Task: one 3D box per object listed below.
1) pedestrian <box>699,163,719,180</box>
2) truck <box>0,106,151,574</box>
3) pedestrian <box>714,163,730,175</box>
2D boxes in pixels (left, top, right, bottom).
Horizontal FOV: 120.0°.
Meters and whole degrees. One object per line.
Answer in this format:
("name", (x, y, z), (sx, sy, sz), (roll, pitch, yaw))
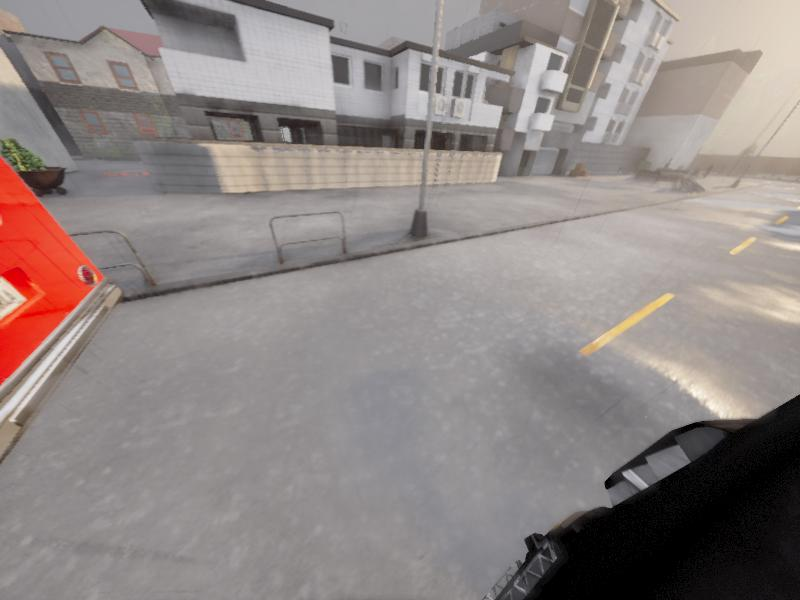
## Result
("pedestrian", (40.109, -16.756, 30.029), (0.751, 1.860, 0.751), (-24, 42, -34))
("truck", (-5.073, 0.534, 0.526), (5.204, 2.467, 2.627), (-16, 38, -26))
("pedestrian", (58.201, -23.654, 41.736), (0.751, 1.860, 0.751), (-14, 37, -24))
